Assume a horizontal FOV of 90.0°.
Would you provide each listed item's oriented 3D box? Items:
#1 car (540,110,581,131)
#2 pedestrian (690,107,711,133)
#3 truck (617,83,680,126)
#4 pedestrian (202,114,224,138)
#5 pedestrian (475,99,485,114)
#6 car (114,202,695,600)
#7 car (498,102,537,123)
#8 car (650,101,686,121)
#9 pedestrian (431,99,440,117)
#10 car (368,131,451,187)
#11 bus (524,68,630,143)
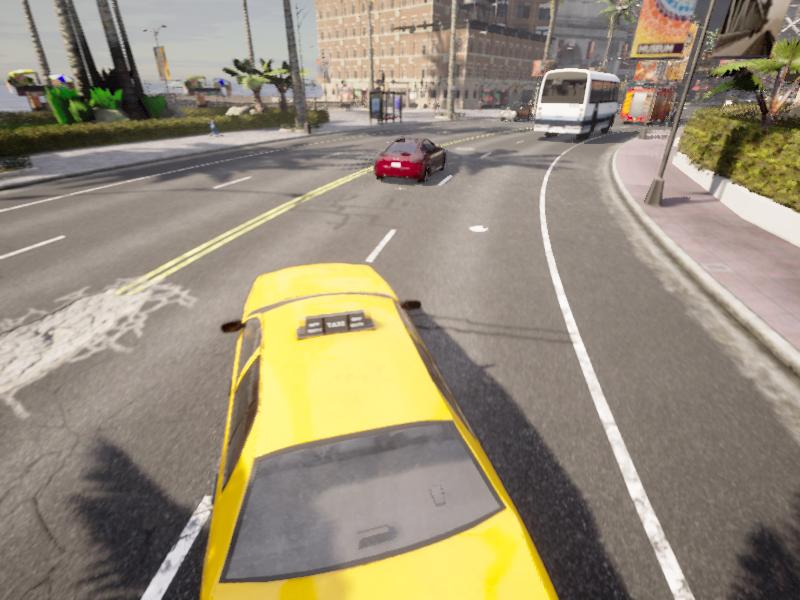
[{"bbox_3d":[14.473,-16.279,36.108,1.970,1.475,3.806,22,35,35],"label":"car"},{"bbox_3d":[24.263,-14.584,32.332,0.751,1.860,0.751,24,35,36],"label":"pedestrian"},{"bbox_3d":[26.775,-21.072,42.989,2.891,3.827,8.468,24,36,37],"label":"truck"},{"bbox_3d":[-11.796,-11.009,25.271,0.751,1.300,0.751,12,30,20],"label":"pedestrian"},{"bbox_3d":[10.697,-25.934,53.571,0.751,1.860,0.751,-23,36,-37],"label":"pedestrian"},{"bbox_3d":[-0.551,0.658,3.484,1.801,1.575,5.366,-7,29,-14],"label":"car"},{"bbox_3d":[12.865,-20.585,43.825,1.932,1.855,4.605,24,35,37],"label":"car"},{"bbox_3d":[33.427,-23.544,49.758,2.150,2.045,5.566,24,36,37],"label":"car"},{"bbox_3d":[4.156,-22.372,46.644,0.751,1.860,0.751,15,31,26],"label":"pedestrian"},{"bbox_3d":[0.521,-5.641,15.674,1.994,1.385,4.181,10,29,17],"label":"car"},{"bbox_3d":[13.354,-14.500,29.721,3.944,4.253,10.273,19,33,32],"label":"bus"}]
